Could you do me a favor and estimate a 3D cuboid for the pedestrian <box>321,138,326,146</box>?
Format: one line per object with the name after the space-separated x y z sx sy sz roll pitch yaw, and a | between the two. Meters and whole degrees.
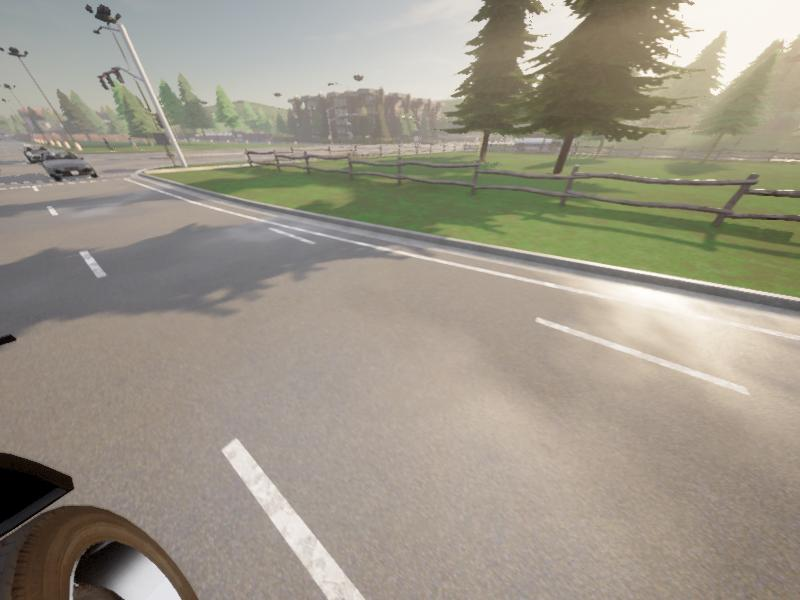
-20.558 -42.580 62.179 0.751 1.860 0.751 25 42 31 | pedestrian

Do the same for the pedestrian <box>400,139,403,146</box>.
0.403 -50.914 74.443 0.751 1.860 0.751 20 40 26 | pedestrian

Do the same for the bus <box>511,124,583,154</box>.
27.371 -30.431 43.604 10.273 4.253 3.944 22 41 28 | bus

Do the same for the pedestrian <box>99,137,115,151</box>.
-46.338 -24.639 36.517 0.751 1.860 0.751 26 42 31 | pedestrian

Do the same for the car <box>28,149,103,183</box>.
-20.794 -8.407 14.367 4.193 1.474 1.816 22 41 28 | car

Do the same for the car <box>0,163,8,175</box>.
-29.551 -9.532 15.852 4.902 1.511 2.128 22 41 28 | car

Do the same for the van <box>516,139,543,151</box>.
26.925 -32.240 48.131 4.442 1.987 1.775 22 41 28 | van

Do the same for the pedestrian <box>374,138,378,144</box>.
-8.276 -54.546 79.252 0.751 1.860 0.751 23 41 28 | pedestrian

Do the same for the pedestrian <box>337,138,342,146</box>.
-17.244 -44.969 65.860 0.751 1.860 0.751 22 40 27 | pedestrian

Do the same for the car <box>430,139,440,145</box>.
12.266 -55.043 80.434 1.905 1.878 3.866 22 41 28 | car

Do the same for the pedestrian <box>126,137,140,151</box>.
-44.060 -25.746 38.106 0.751 1.860 0.751 25 42 31 | pedestrian

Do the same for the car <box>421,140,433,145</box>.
9.720 -56.248 82.609 1.895 1.301 4.718 22 41 28 | car

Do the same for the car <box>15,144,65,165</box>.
-34.706 -14.084 22.293 3.806 1.475 1.970 22 41 28 | car
